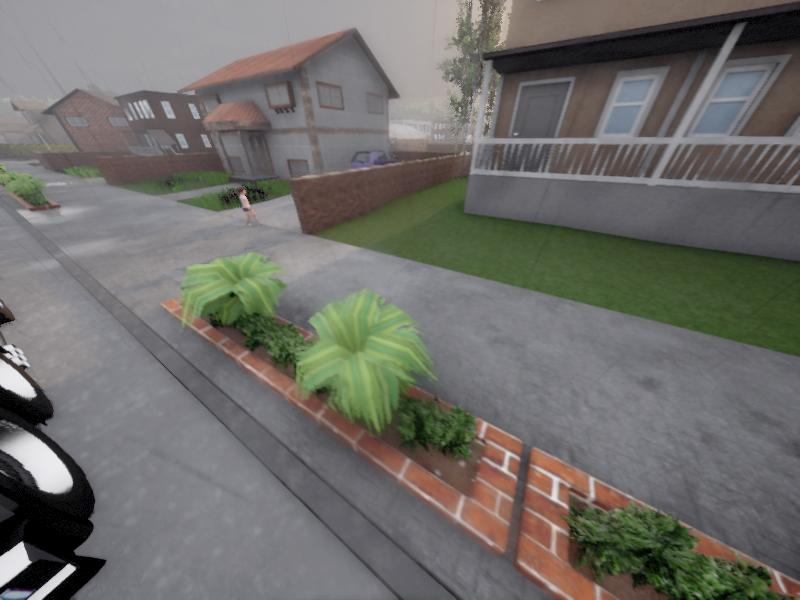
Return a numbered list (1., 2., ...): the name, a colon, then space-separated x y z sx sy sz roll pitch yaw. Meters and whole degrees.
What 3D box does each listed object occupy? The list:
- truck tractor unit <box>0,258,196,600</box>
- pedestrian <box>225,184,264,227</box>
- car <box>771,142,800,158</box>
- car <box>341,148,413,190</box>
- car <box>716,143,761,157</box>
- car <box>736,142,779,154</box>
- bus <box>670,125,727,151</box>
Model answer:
1. truck tractor unit: -5.102 -0.309 0.796 6.516 4.208 3.053 19 39 25
2. pedestrian: -4.607 -2.805 6.896 0.500 1.100 0.500 -5 35 -6
3. car: 54.686 -20.493 31.552 2.152 1.651 5.027 19 39 25
4. car: -1.007 -6.929 12.030 1.845 1.501 3.633 19 39 25
5. car: 53.941 -24.079 36.963 2.152 1.651 5.027 19 39 25
6. car: 60.303 -25.826 39.147 2.033 1.649 4.856 19 39 25
7. bus: 64.824 -35.472 50.687 3.944 4.253 10.273 19 39 25
